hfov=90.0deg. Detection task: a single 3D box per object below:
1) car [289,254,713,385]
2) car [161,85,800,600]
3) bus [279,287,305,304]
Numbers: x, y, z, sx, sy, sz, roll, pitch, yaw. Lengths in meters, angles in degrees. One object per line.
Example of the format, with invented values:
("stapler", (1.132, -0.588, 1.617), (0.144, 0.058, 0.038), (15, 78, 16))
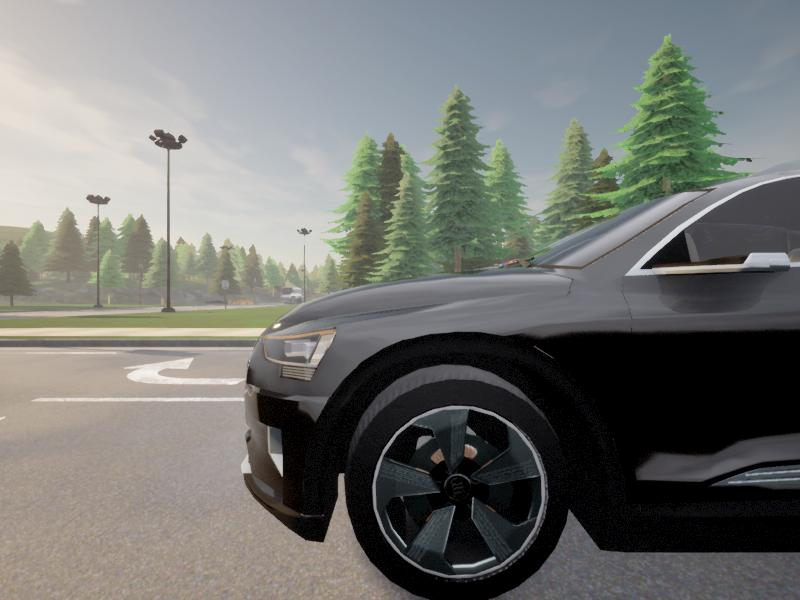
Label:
("car", (1.184, 0.227, 5.705), (4.974, 1.542, 2.038), (0, 0, 0))
("car", (1.704, 0.179, 2.231), (4.856, 1.649, 2.033), (0, 0, 0))
("bus", (-28.550, -1.161, 106.427), (3.944, 4.253, 10.273), (0, 0, 1))
